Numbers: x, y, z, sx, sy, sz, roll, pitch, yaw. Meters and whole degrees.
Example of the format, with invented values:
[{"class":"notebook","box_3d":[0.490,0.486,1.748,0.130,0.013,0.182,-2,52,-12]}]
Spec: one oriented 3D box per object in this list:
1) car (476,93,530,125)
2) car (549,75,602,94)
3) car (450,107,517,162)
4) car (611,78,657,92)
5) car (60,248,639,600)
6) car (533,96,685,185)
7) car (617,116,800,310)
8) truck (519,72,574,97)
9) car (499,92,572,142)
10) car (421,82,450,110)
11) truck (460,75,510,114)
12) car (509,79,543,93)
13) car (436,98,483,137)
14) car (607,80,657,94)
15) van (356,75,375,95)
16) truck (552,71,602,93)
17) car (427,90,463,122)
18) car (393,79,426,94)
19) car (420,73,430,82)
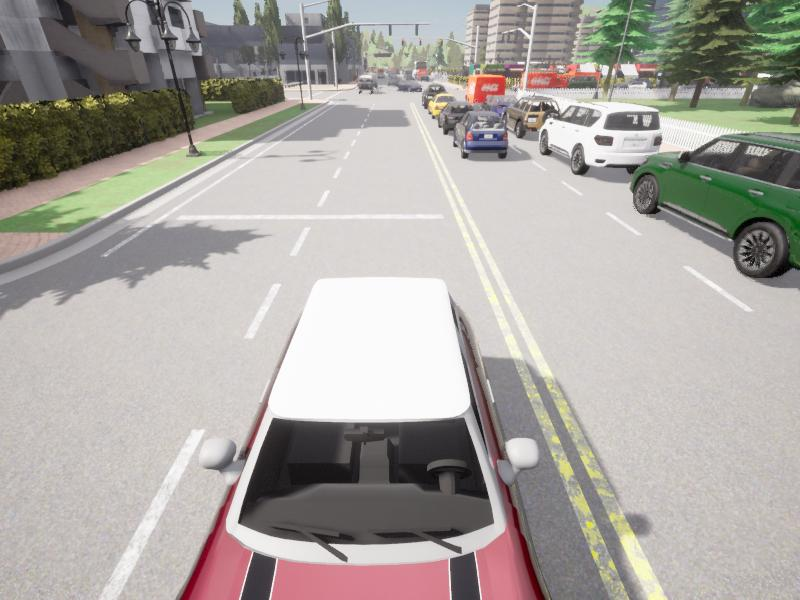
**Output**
[{"class":"car","box_3d":[6.506,-12.430,25.845,2.163,1.488,4.792,0,30,-1]},{"class":"car","box_3d":[22.419,-27.626,51.319,5.566,2.045,2.150,-1,30,-2]},{"class":"car","box_3d":[3.141,-6.676,15.916,1.789,1.549,3.705,0,30,-1]},{"class":"car","box_3d":[31.960,-29.394,54.749,4.856,1.649,2.033,-1,30,-2]},{"class":"car","box_3d":[-0.172,1.065,2.755,1.970,1.475,3.806,0,30,0]},{"class":"car","box_3d":[6.667,-5.726,13.802,2.150,2.045,5.566,0,30,-1]},{"class":"car","box_3d":[6.757,-2.049,7.496,2.150,2.045,5.566,0,30,-1]},{"class":"truck","box_3d":[17.218,-25.594,47.414,5.204,2.467,2.627,-1,30,-2]},{"class":"car","box_3d":[6.582,-9.309,20.105,1.932,1.855,4.605,0,30,-1]},{"class":"car","box_3d":[2.903,-17.075,33.405,1.932,1.855,4.605,0,30,-1]},{"class":"truck","box_3d":[6.431,-16.072,31.103,2.627,2.467,5.204,0,30,-1]},{"class":"car","box_3d":[17.069,-29.141,54.349,3.988,1.617,1.851,0,30,0]},{"class":"car","box_3d":[3.064,-9.828,21.393,1.816,1.474,4.193,0,30,-1]},{"class":"car","box_3d":[29.865,-27.539,51.687,4.974,1.542,2.038,-1,30,-2]},{"class":"van","box_3d":[-4.328,-27.137,50.482,2.069,2.038,4.480,0,30,-1]},{"class":"truck","box_3d":[23.857,-29.597,54.288,5.204,2.467,2.627,-1,30,-2]},{"class":"car","box_3d":[2.984,-13.394,27.397,1.801,1.575,5.366,0,30,-1]},{"class":"car","box_3d":[1.206,-28.681,53.682,2.163,1.488,4.792,-18,35,-27]},{"class":"car","box_3d":[5.616,-51.021,91.788,1.930,1.638,5.238,0,30,-1]}]
